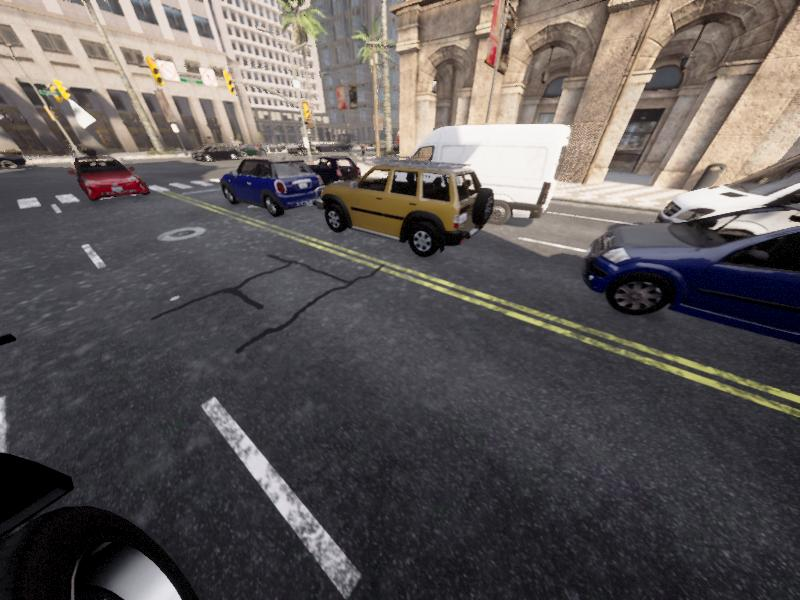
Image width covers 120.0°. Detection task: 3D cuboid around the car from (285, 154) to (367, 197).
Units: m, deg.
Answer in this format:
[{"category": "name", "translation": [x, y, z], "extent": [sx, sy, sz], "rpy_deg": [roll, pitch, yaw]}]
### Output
[{"category": "car", "translation": [-3.696, -6.409, 11.682], "extent": [3.633, 1.501, 1.845], "rpy_deg": [22, 41, 28]}]

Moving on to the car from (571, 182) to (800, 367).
[{"category": "car", "translation": [5.070, -0.406, 3.137], "extent": [3.988, 1.617, 1.851], "rpy_deg": [22, 41, 28]}]

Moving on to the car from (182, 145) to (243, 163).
[{"category": "car", "translation": [-20.692, -16.442, 25.869], "extent": [1.837, 1.490, 4.892], "rpy_deg": [14, 37, 19]}]

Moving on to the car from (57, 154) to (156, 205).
[{"category": "car", "translation": [-13.482, -5.685, 10.592], "extent": [4.514, 1.525, 2.007], "rpy_deg": [25, 42, 31]}]

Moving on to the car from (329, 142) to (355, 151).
[{"category": "car", "translation": [-11.692, -31.101, 46.773], "extent": [2.163, 1.488, 4.792], "rpy_deg": [22, 41, 28]}]

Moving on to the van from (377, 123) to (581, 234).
[{"category": "van", "translation": [2.175, -4.440, 8.044], "extent": [5.915, 2.561, 1.988], "rpy_deg": [22, 41, 28]}]

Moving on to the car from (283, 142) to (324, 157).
[{"category": "car", "translation": [-14.218, -22.488, 34.372], "extent": [1.930, 1.638, 5.238], "rpy_deg": [22, 41, 28]}]

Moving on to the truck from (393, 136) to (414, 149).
[{"category": "truck", "translation": [0.924, -38.490, 56.489], "extent": [2.627, 2.467, 5.204], "rpy_deg": [23, 41, 28]}]

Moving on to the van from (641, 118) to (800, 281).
[{"category": "van", "translation": [9.028, -1.635, 4.099], "extent": [5.915, 2.561, 1.988], "rpy_deg": [22, 41, 28]}]

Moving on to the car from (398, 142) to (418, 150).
[{"category": "car", "translation": [1.896, -35.386, 52.949], "extent": [2.163, 1.488, 4.792], "rpy_deg": [23, 41, 28]}]

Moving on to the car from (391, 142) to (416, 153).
[{"category": "car", "translation": [0.701, -27.519, 41.710], "extent": [2.038, 1.542, 4.974], "rpy_deg": [22, 41, 28]}]

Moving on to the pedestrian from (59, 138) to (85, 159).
[{"category": "pedestrian", "translation": [-36.669, -16.942, 25.849], "extent": [0.751, 1.860, 0.751], "rpy_deg": [20, 40, 26]}]

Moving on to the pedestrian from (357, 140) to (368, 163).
[{"category": "pedestrian", "translation": [-3.674, -14.635, 22.780], "extent": [0.751, 1.860, 0.751], "rpy_deg": [3, 35, 4]}]

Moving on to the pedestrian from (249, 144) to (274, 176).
[{"category": "pedestrian", "translation": [-9.629, -9.757, 16.073], "extent": [0.751, 1.860, 0.751], "rpy_deg": [24, 41, 29]}]

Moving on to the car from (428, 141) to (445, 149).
[{"category": "car", "translation": [8.895, -37.639, 56.098], "extent": [2.038, 1.542, 4.974], "rpy_deg": [22, 41, 28]}]

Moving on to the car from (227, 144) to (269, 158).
[{"category": "car", "translation": [-20.812, -20.534, 31.790], "extent": [1.994, 1.385, 4.181], "rpy_deg": [22, 41, 28]}]

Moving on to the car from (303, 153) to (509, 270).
[{"category": "car", "translation": [-0.053, -2.612, 6.005], "extent": [4.605, 1.855, 1.932], "rpy_deg": [22, 41, 28]}]

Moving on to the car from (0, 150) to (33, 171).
[{"category": "car", "translation": [-32.909, -10.750, 17.869], "extent": [1.895, 1.301, 4.718], "rpy_deg": [22, 41, 28]}]

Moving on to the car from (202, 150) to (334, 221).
[{"category": "car", "translation": [-5.012, -4.588, 8.855], "extent": [4.553, 1.767, 2.097], "rpy_deg": [22, 41, 28]}]

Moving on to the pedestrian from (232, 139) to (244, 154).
[{"category": "pedestrian", "translation": [-24.411, -23.234, 34.869], "extent": [0.751, 1.860, 0.751], "rpy_deg": [-8, 36, -11]}]

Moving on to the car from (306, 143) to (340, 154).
[{"category": "car", "translation": [-13.341, -26.573, 40.397], "extent": [2.033, 1.411, 5.357], "rpy_deg": [22, 41, 28]}]
